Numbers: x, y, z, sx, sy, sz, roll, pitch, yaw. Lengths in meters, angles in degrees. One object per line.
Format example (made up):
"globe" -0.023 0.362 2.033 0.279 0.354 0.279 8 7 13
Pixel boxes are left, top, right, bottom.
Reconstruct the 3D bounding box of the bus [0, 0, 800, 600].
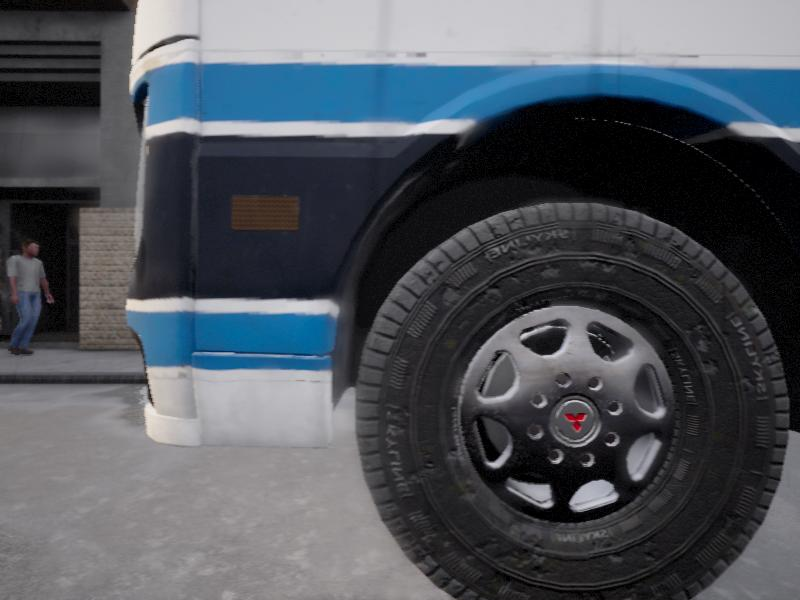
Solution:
"bus" 3.982 -1.123 2.481 10.273 4.253 3.944 1 0 0

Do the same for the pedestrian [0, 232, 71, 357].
"pedestrian" -5.925 -0.076 6.360 0.751 1.860 0.751 0 0 4
